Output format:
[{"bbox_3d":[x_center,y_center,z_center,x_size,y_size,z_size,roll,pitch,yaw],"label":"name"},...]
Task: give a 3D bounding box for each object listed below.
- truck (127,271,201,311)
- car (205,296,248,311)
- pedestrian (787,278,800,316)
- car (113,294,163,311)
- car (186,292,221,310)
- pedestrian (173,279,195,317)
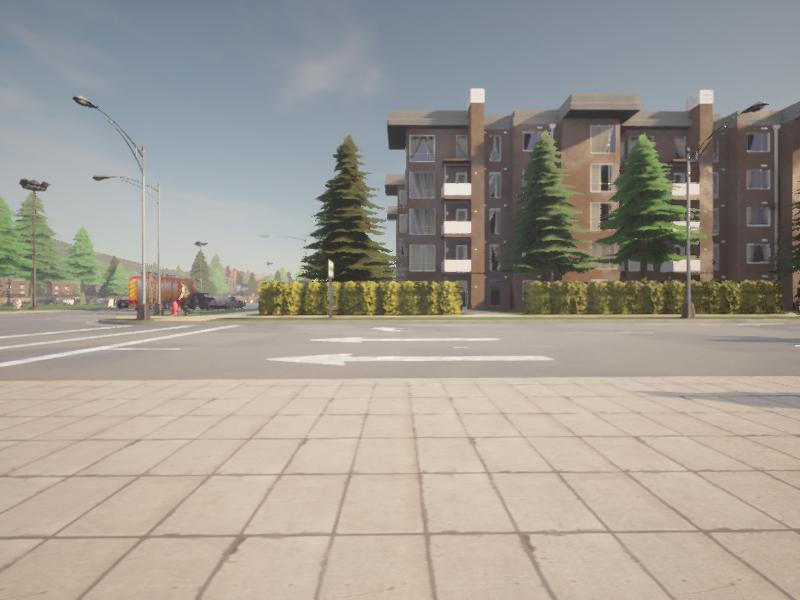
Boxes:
[{"bbox_3d":[-24.452,-0.864,42.139,2.891,3.827,8.468,0,0,-1],"label":"truck"},{"bbox_3d":[-17.429,0.337,40.548,2.033,1.411,5.357,0,0,-1],"label":"car"},{"bbox_3d":[20.359,-0.152,20.260,0.751,1.860,0.751,0,0,0],"label":"pedestrian"},{"bbox_3d":[-27.967,0.234,42.943,1.930,1.638,5.238,0,0,-1],"label":"car"},{"bbox_3d":[-20.963,0.096,42.831,1.905,1.878,3.866,0,0,-1],"label":"car"},{"bbox_3d":[-10.791,-0.089,20.019,0.751,1.860,0.751,0,0,-5],"label":"pedestrian"}]
